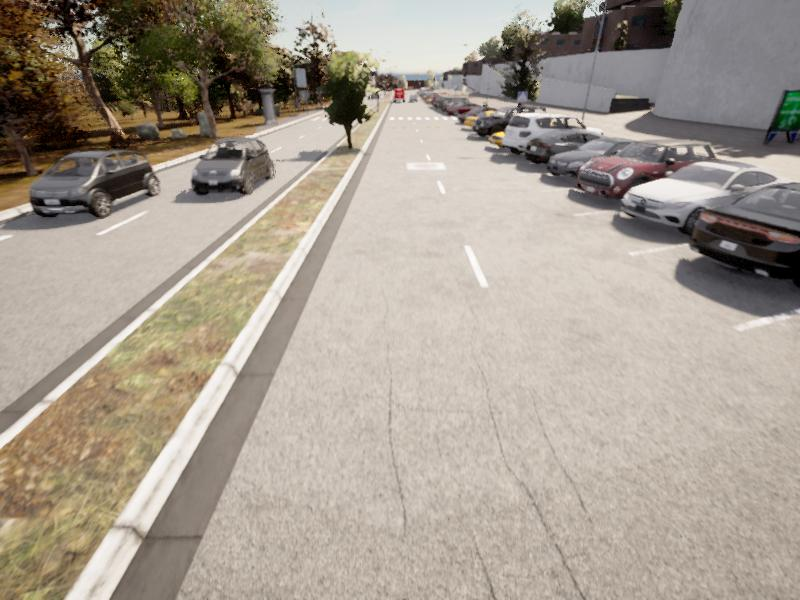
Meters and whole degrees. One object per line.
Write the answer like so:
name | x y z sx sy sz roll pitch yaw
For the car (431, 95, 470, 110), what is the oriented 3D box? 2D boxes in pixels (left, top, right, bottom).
car | 7.972 -31.236 63.152 5.566 2.045 2.435 -9 30 -18

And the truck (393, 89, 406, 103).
truck | -0.106 -44.580 87.265 2.627 2.467 5.204 0 29 0

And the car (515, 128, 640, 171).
car | 8.071 -6.974 18.364 4.792 1.488 2.163 -9 29 -18

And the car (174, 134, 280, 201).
car | -5.778 -4.759 14.026 1.851 1.617 3.988 0 27 0

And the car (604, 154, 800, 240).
car | 8.057 -2.795 10.365 4.674 1.452 2.002 -9 29 -18

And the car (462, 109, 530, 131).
car | 8.199 -15.464 34.320 5.366 1.575 1.946 -9 29 -18

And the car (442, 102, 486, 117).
car | 7.984 -23.921 50.130 4.792 1.488 2.163 -9 30 -18

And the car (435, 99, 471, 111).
car | 7.991 -29.609 60.657 4.892 1.521 2.231 -9 30 -18

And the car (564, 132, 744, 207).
car | 8.083 -4.329 12.961 4.553 1.767 2.185 -9 29 -18

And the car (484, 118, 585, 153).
car | 7.868 -9.762 23.594 5.366 1.575 1.946 -9 30 -18

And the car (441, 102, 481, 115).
car | 8.001 -25.340 52.794 4.674 1.452 2.002 -9 30 -18

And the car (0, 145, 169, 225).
car | -8.771 -3.485 11.644 1.789 1.549 3.705 0 27 0

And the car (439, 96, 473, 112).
car | 8.111 -28.416 57.961 4.442 1.987 1.878 -9 30 -18

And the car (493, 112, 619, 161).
car | 8.071 -8.615 20.890 5.566 2.045 2.435 -9 29 -18

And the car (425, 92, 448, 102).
car | 7.861 -44.018 86.735 4.442 1.987 1.878 -9 31 -18

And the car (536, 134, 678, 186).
car | 8.051 -5.560 15.690 4.674 1.452 2.002 -9 29 -18

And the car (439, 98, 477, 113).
car | 7.975 -26.893 55.334 4.553 1.767 2.185 -9 30 -18

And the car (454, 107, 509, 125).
car | 7.996 -18.238 39.554 4.792 1.488 2.163 -9 30 -18

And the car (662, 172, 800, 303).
car | 8.050 -1.451 7.682 5.008 1.535 2.097 -9 29 -18

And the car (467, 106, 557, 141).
car | 8.010 -12.812 28.829 5.566 2.045 2.435 -9 30 -18

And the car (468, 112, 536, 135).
car | 8.035 -13.979 31.629 4.674 1.452 2.002 -9 30 -18

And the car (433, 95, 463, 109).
car | 7.885 -32.612 65.765 4.442 1.987 1.878 -9 30 -18

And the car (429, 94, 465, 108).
car | 8.017 -34.074 68.434 5.566 2.045 2.435 -9 30 -18
